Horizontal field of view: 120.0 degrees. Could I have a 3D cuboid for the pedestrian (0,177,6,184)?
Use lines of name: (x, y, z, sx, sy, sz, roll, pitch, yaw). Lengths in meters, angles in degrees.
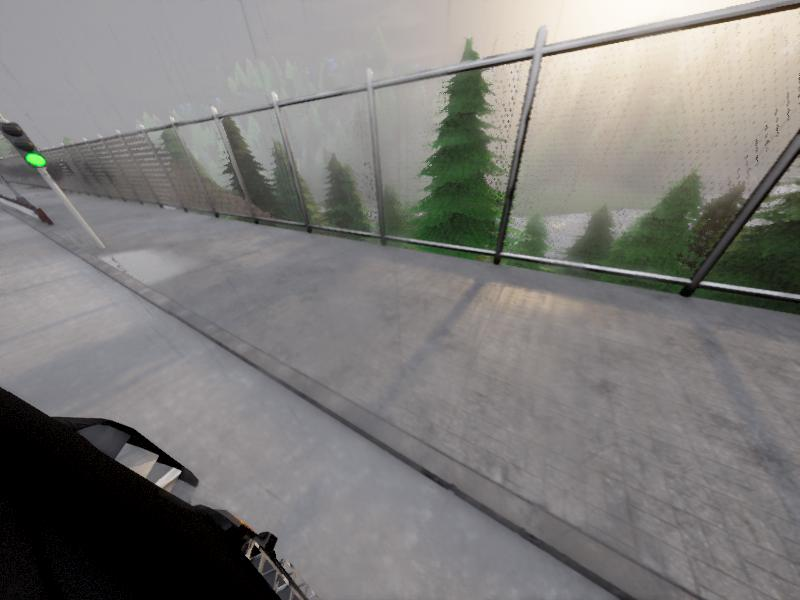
pedestrian: (-63.699, -19.331, 36.406, 0.751, 1.860, 0.751, 15, 37, 25)
